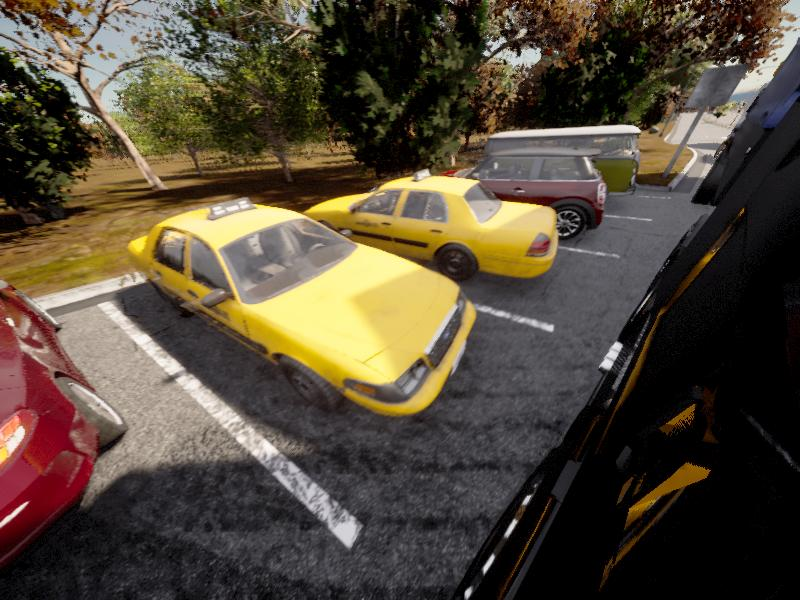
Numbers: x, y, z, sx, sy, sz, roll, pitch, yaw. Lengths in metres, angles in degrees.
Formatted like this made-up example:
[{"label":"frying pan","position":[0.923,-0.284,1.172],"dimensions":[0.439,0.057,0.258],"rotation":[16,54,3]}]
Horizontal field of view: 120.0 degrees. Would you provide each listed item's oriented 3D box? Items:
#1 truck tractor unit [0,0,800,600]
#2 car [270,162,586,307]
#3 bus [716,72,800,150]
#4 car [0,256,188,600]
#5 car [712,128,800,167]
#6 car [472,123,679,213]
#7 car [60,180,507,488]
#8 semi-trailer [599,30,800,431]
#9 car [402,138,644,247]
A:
[{"label":"truck tractor unit","position":[2.645,-0.295,0.352],"dimensions":[6.516,4.208,3.053],"rotation":[-28,44,-30]},{"label":"car","position":[0.172,-1.756,4.721],"dimensions":[5.366,1.575,1.946],"rotation":[17,41,26]},{"label":"bus","position":[28.229,-12.191,14.518],"dimensions":[3.944,4.253,10.273],"rotation":[4,35,14]},{"label":"car","position":[-4.222,0.730,1.742],"dimensions":[4.674,1.452,2.002],"rotation":[18,41,26]},{"label":"car","position":[18.608,-8.151,12.234],"dimensions":[1.994,1.385,4.181],"rotation":[30,47,36]},{"label":"car","position":[4.936,-4.290,7.429],"dimensions":[4.442,1.987,1.878],"rotation":[17,40,25]},{"label":"car","position":[-1.780,-0.456,3.098],"dimensions":[5.366,1.575,1.946],"rotation":[17,41,26]},{"label":"semi-trailer","position":[8.636,-3.645,4.289],"dimensions":[14.254,4.402,2.717],"rotation":[-29,44,-30]},{"label":"car","position":[2.617,-3.008,6.031],"dimensions":[4.553,1.767,2.185],"rotation":[17,41,25]}]
